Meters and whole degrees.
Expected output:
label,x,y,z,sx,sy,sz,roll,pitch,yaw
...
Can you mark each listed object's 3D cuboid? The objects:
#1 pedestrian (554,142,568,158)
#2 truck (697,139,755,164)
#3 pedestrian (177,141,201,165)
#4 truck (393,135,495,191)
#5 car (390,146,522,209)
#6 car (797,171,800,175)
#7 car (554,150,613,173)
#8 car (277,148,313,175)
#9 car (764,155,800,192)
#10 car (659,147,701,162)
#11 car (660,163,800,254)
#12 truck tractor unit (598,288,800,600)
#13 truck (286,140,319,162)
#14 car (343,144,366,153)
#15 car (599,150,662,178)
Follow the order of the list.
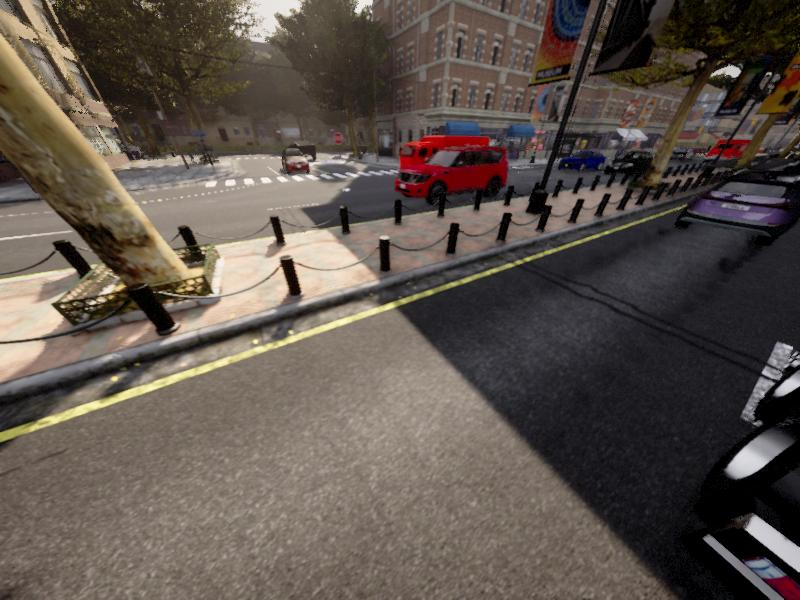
label,x,y,z,sx,sy,sz,roll,pitch,yaw
pedestrian,22.633,-21.051,32.485,0.751,1.860,0.751,-17,38,-23
truck,41.050,-18.757,29.125,5.204,2.467,2.627,-18,39,-25
pedestrian,-19.656,-13.698,21.567,0.751,1.860,0.751,-4,35,-6
truck,2.509,-8.262,13.726,5.204,2.467,2.627,-18,39,-25
car,2.513,-5.769,10.517,5.566,2.045,2.150,-18,39,-25
car,35.406,-11.171,19.049,3.806,1.475,1.970,-18,39,-25
car,16.501,-12.536,20.795,5.008,1.535,1.882,-18,39,-25
car,-8.583,-11.347,18.813,1.851,1.617,3.988,-17,38,-23
car,24.089,-7.476,13.503,5.238,1.638,1.930,-18,39,-25
car,37.666,-19.568,31.082,4.974,1.542,2.038,-18,39,-25
car,10.640,-2.999,6.971,4.856,1.649,2.033,-18,39,-25
truck tractor unit,5.147,-0.264,0.720,6.516,4.208,3.053,-17,38,-22
truck,-12.796,-19.528,30.099,2.390,2.098,6.274,-19,39,-25
car,-9.405,-31.378,47.784,4.181,1.385,1.994,-17,39,-24
car,18.165,-10.798,18.253,3.988,1.617,1.851,-18,39,-25
